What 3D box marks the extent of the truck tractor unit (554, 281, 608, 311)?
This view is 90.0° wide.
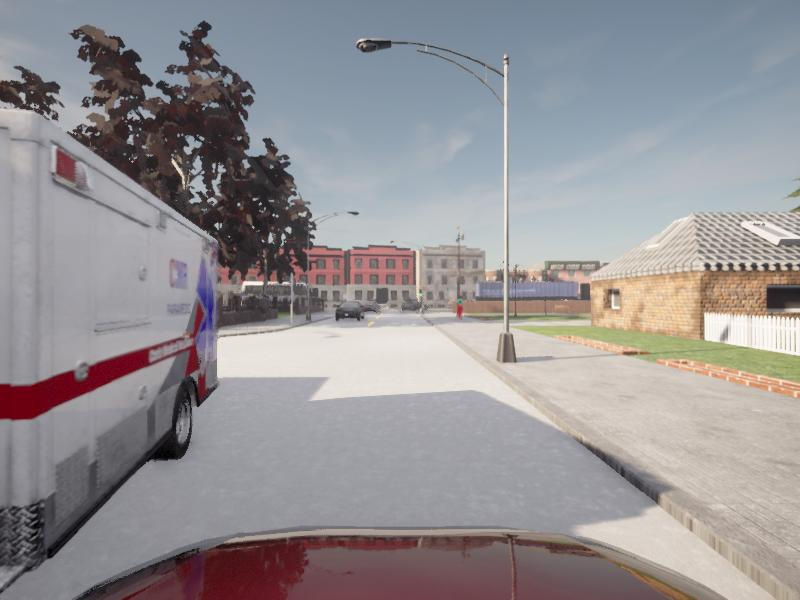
[{"bbox_3d":[26.298,-0.525,58.391,6.516,4.208,3.053,0,0,0],"label":"truck tractor unit"}]

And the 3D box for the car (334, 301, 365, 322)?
[{"bbox_3d":[-3.937,0.824,32.015,1.882,1.535,5.008,0,0,0],"label":"car"}]

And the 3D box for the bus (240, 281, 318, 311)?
[{"bbox_3d":[-17.533,-0.532,58.499,10.273,4.253,3.944,0,0,0],"label":"bus"}]

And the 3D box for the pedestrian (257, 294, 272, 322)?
[{"bbox_3d":[-9.181,0.535,27.085,0.751,1.860,0.751,0,0,-3],"label":"pedestrian"}]

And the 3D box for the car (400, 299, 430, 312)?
[{"bbox_3d":[2.189,0.758,57.010,2.242,1.667,4.611,-1,0,31],"label":"car"}]

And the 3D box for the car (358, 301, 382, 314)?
[{"bbox_3d":[-3.522,0.896,48.173,2.033,1.411,5.357,0,0,5],"label":"car"}]

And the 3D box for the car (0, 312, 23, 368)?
[{"bbox_3d":[-11.749,0.944,9.039,4.718,1.301,1.895,0,0,1],"label":"car"}]

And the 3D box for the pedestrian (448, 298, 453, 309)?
[{"bbox_3d":[8.494,0.534,67.257,0.751,1.860,0.751,0,0,2],"label":"pedestrian"}]

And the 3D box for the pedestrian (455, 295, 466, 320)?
[{"bbox_3d":[4.473,0.534,29.734,0.751,1.860,0.751,0,0,4],"label":"pedestrian"}]

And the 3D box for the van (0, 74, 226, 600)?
[{"bbox_3d":[-2.936,0.378,2.488,2.351,2.431,6.366,0,0,-14],"label":"van"}]

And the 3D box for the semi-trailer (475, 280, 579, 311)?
[{"bbox_3d":[18.379,-0.620,58.385,14.254,4.402,2.717,0,0,0],"label":"semi-trailer"}]
